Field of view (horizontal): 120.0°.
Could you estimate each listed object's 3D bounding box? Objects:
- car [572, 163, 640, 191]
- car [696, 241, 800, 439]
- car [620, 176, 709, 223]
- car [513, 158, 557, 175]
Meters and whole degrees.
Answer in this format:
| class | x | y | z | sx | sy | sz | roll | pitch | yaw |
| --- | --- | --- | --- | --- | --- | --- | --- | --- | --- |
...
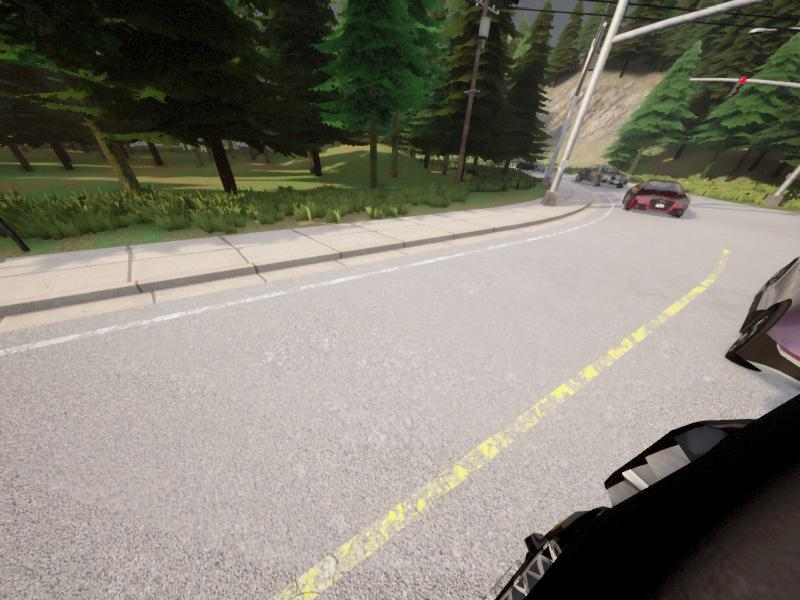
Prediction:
| class | x | y | z | sx | sy | sz | roll | pitch | yaw |
| --- | --- | --- | --- | --- | --- | --- | --- | --- | --- |
| car | 18.051 | -11.164 | 20.694 | 2.152 | 1.651 | 5.027 | 8 | 34 | 7 |
| car | 6.133 | 0.168 | 2.698 | 4.856 | 1.649 | 2.033 | -17 | 39 | -28 |
| car | 12.591 | -5.101 | 11.370 | 1.994 | 1.385 | 4.181 | 25 | 39 | 29 |
| car | 18.056 | -18.095 | 31.233 | 2.128 | 1.511 | 4.902 | -7 | 35 | -14 |
